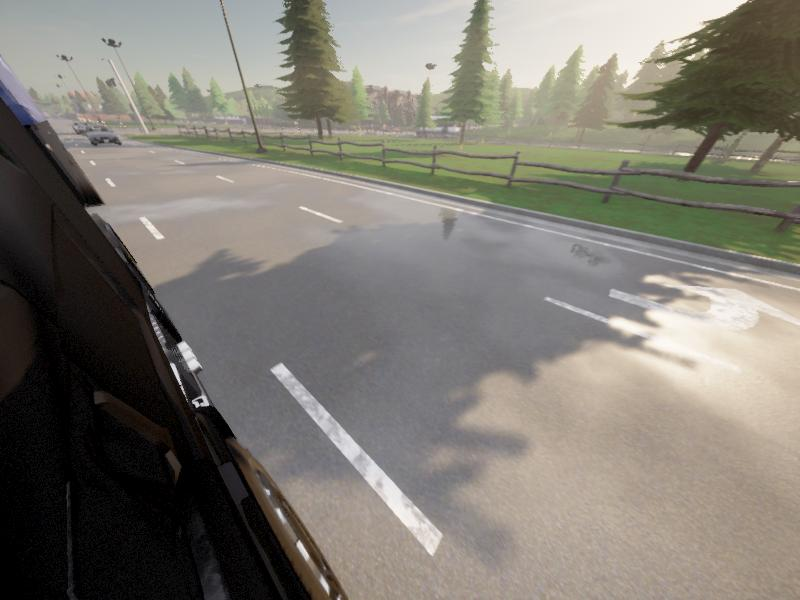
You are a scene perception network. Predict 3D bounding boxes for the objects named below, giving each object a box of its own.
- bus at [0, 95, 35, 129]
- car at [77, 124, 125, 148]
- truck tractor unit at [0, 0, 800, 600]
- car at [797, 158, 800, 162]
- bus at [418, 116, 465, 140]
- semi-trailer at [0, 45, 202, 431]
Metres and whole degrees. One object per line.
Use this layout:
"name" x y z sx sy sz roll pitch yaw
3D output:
"bus" -68.199 -32.400 39.823 10.273 4.253 3.944 28 44 30
"car" -26.260 -14.438 20.297 4.193 1.474 1.816 28 44 30
"truck tractor unit" -2.645 -0.295 0.351 6.516 4.208 3.053 28 44 30
"car" 53.589 -17.408 27.964 5.238 1.638 1.930 28 44 30
"bus" 9.787 -41.754 56.018 10.273 4.253 3.944 28 44 30
"semi-trailer" -8.707 -3.573 4.255 14.254 4.402 2.717 28 44 30
